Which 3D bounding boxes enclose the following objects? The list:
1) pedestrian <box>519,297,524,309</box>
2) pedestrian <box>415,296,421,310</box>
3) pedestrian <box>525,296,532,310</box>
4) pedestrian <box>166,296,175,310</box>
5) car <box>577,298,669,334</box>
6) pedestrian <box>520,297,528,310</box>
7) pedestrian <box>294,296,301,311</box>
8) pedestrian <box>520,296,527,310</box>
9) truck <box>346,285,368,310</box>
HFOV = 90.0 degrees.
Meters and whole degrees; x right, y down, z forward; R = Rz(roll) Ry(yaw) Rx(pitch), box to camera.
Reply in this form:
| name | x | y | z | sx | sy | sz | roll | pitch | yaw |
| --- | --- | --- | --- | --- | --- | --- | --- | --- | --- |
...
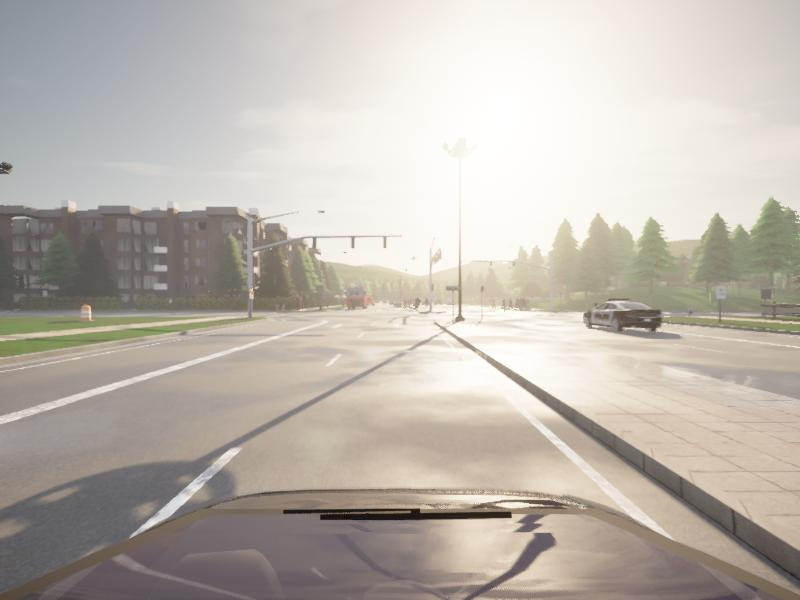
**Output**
| name | x | y | z | sx | sy | sz | roll | pitch | yaw |
| --- | --- | --- | --- | --- | --- | --- | --- | --- | --- |
| pedestrian | 18.641 | 0.407 | 61.345 | 0.751 | 1.860 | 0.751 | 0 | 0 | 9 |
| pedestrian | 2.453 | 0.425 | 55.447 | 0.751 | 1.860 | 0.751 | 0 | 0 | -9 |
| pedestrian | 18.295 | 0.412 | 57.030 | 0.751 | 1.860 | 0.751 | 0 | 0 | 32 |
| pedestrian | -31.145 | 0.426 | 54.323 | 0.751 | 1.860 | 0.751 | 0 | 0 | 15 |
| car | 11.520 | 0.748 | 21.196 | 1.930 | 1.638 | 5.238 | 0 | 0 | 0 |
| pedestrian | 17.582 | 0.533 | 56.667 | 0.751 | 1.860 | 0.751 | 0 | 0 | -23 |
| pedestrian | -13.067 | 0.430 | 51.066 | 0.751 | 1.860 | 0.751 | 0 | 0 | 4 |
| pedestrian | 17.741 | 0.425 | 57.380 | 0.751 | 1.860 | 0.751 | 0 | 0 | -15 |
| truck | -7.130 | -0.392 | 67.667 | 2.891 | 3.827 | 8.468 | 0 | 0 | -1 |
